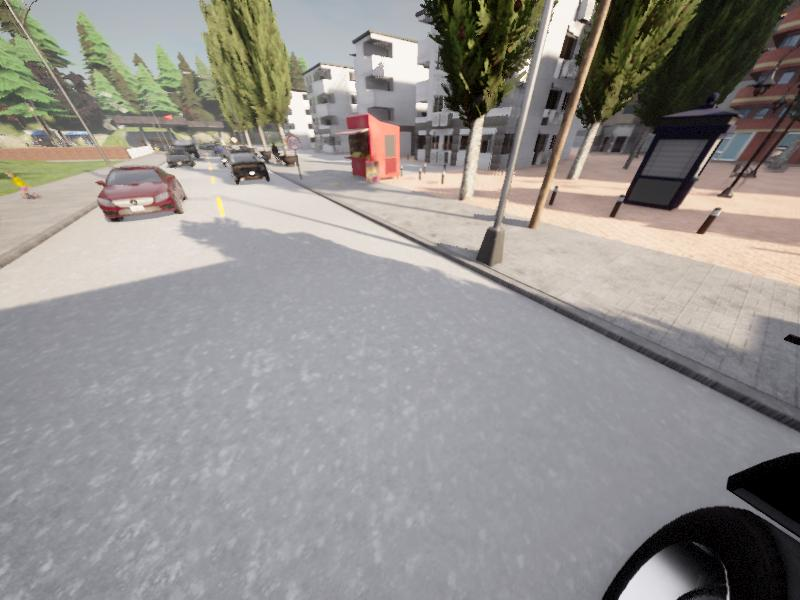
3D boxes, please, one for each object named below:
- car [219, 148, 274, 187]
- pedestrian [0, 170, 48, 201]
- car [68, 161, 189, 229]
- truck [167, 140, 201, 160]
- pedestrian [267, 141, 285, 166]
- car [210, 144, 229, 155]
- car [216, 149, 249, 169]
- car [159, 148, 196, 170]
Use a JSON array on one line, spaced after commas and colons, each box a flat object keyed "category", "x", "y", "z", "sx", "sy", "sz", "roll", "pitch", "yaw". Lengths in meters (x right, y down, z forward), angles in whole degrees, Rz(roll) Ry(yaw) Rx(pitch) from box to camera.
[{"category": "car", "x": -9.968, "y": -8.644, "z": 14.820, "sx": 1.930, "sy": 1.638, "sz": 5.238, "roll": -22, "pitch": 41, "yaw": -28}, {"category": "pedestrian", "x": -15.696, "y": -4.768, "z": 9.613, "sx": 0.500, "sy": 1.100, "sz": 0.500, "roll": 3, "pitch": 35, "yaw": 5}, {"category": "car", "x": -9.520, "y": -4.167, "z": 8.639, "sx": 1.812, "sy": 1.442, "sz": 4.674, "roll": -22, "pitch": 41, "yaw": -27}, {"category": "truck", "x": -29.081, "y": -20.478, "z": 31.357, "sx": 2.390, "sy": 2.098, "sz": 6.274, "roll": -22, "pitch": 40, "yaw": -28}, {"category": "pedestrian", "x": -11.407, "y": -13.522, "z": 21.338, "sx": 0.751, "sy": 1.860, "sz": 0.751, "roll": -1, "pitch": 35, "yaw": -1}, {"category": "car", "x": -30.516, "y": -25.404, "z": 38.964, "sx": 2.033, "sy": 1.411, "sz": 5.357, "roll": -22, "pitch": 41, "yaw": -28}, {"category": "car", "x": -16.065, "y": -13.511, "z": 22.071, "sx": 1.895, "sy": 1.301, "sz": 4.718, "roll": -22, "pitch": 41, "yaw": -28}, {"category": "car", "x": -20.481, "y": -13.177, "z": 21.475, "sx": 1.816, "sy": 1.474, "sz": 4.193, "roll": -22, "pitch": 40, "yaw": -27}]
